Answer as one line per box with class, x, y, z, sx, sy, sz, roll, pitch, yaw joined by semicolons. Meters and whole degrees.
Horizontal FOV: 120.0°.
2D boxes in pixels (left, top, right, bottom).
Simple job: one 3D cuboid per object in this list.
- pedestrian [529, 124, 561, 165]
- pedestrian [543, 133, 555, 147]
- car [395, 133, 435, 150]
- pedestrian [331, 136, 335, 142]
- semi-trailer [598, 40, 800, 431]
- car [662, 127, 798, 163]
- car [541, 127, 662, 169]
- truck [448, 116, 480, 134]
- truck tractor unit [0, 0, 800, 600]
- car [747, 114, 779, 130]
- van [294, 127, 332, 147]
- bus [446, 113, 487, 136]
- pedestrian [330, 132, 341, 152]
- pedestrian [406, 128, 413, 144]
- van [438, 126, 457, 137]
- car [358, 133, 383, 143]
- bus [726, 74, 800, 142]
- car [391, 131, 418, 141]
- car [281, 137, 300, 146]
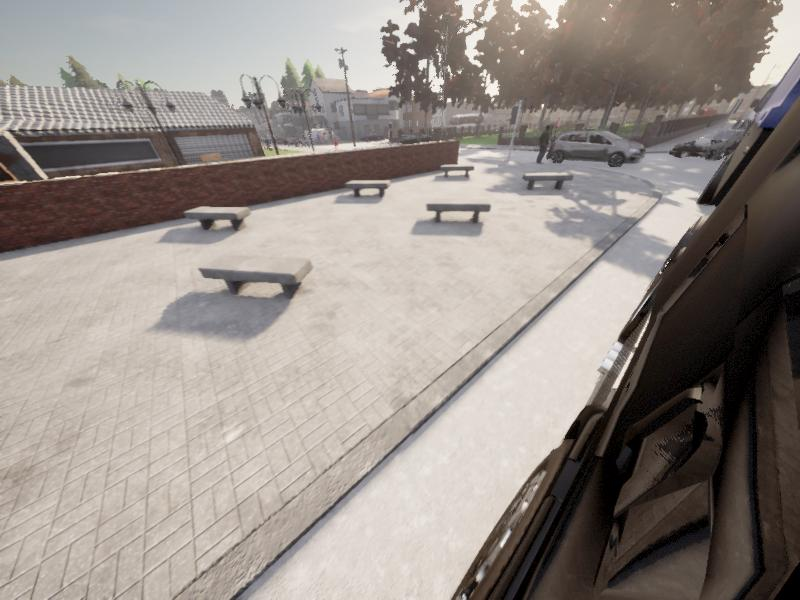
pedestrian;8.247;-8.891;13.243;0.751;1.860;0.751;-13;38;-14
pedestrian;14.397;-15.469;22.306;0.500;1.100;0.500;-28;44;-30
car;1.724;-19.313;28.069;1.882;1.535;5.008;-28;44;-30
pedestrian;-14.331;-34.460;49.433;0.500;1.100;0.500;-14;38;-14
semi-trailer;8.700;-3.598;4.235;14.254;4.402;2.717;-28;44;-30
car;19.132;-9.169;13.564;5.357;1.411;2.033;-9;37;-8
car;11.357;-8.902;13.456;2.242;1.667;4.611;-26;43;-28
truck;18.473;-51.194;67.729;2.891;3.827;8.468;-31;45;-32
truck tractor unit;2.645;-0.295;0.351;6.516;4.208;3.053;-28;44;-30
car;53.950;-26.517;34.397;5.238;1.638;1.930;-28;44;-30
van;-16.827;-31.542;44.801;6.366;2.431;2.351;10;48;17
bus;17.435;-46.178;60.722;10.273;4.253;3.944;-24;42;-25
pedestrian;-7.517;-18.334;26.845;0.751;1.860;0.751;-19;40;-21
pedestrian;1.461;-24.542;34.590;0.751;1.860;0.751;-31;45;-32
van;11.103;-39.127;53.593;4.442;1.987;1.775;-29;44;-31
car;-5.898;-33.097;47.158;4.718;1.301;1.895;-27;43;-29
bus;34.716;-17.259;21.043;10.273;4.253;3.944;-27;43;-30
car;1.018;-33.782;47.565;5.357;1.411;2.033;-27;43;-29
car;-22.145;-31.968;46.587;1.994;1.385;4.181;-28;44;-30
